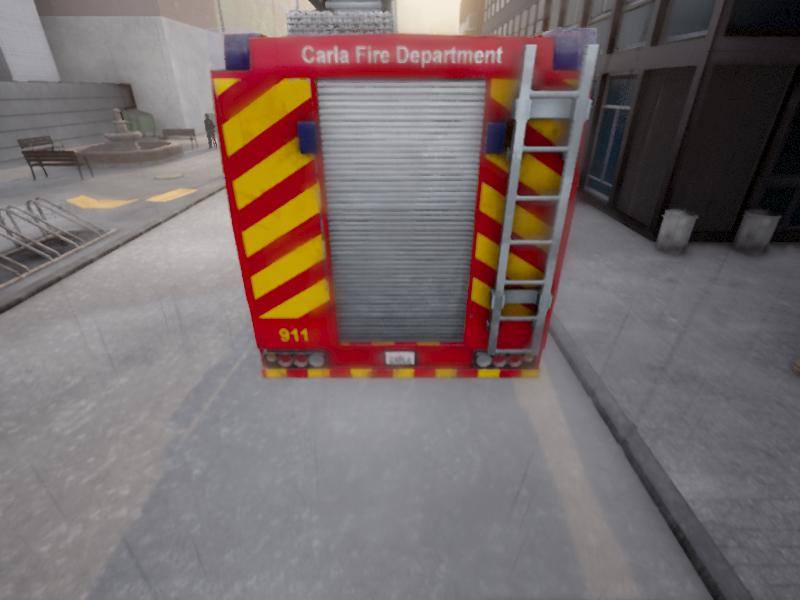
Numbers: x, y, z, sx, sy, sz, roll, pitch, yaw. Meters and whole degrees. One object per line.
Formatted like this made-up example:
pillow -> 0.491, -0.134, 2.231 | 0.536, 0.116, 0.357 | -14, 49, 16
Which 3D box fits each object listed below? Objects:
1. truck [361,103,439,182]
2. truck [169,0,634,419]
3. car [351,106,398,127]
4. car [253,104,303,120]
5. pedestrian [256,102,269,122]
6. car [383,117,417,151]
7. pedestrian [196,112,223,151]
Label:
truck -> 0.000, -6.607, 16.363 | 2.627, 2.467, 5.204 | 0, 28, 0
truck -> 0.006, -2.445, 6.962 | 2.891, 3.827, 8.468 | 0, 28, 0
car -> -2.390, -17.884, 38.880 | 2.038, 1.542, 4.974 | 16, 32, 27
car -> -13.815, -21.339, 45.456 | 5.008, 1.535, 1.882 | 0, 28, 0
pedestrian -> -14.367, -19.661, 41.854 | 0.751, 1.860, 0.751 | 1, 28, 1
car -> 0.000, -9.960, 23.809 | 1.837, 1.490, 4.892 | 0, 28, 0
pedestrian -> -10.041, -8.919, 21.155 | 0.751, 1.860, 0.751 | -1, 28, -2
